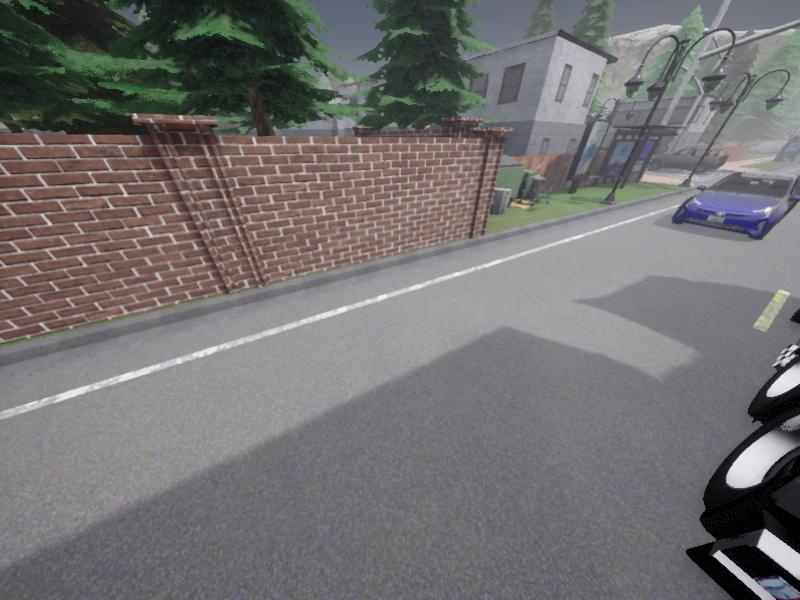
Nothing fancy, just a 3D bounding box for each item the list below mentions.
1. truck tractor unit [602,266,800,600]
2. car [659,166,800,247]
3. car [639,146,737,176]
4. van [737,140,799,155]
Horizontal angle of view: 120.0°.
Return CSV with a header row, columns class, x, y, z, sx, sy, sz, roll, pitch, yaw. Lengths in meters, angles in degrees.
class,x,y,z,sx,sy,sz,roll,pitch,yaw
truck tractor unit,5.113,-0.299,0.779,6.516,4.208,3.053,-18,39,-24
car,10.889,-3.165,7.293,4.514,1.525,2.007,-18,39,-24
car,24.029,-11.860,19.541,1.932,1.855,4.605,-20,40,-27
van,76.100,-31.692,47.956,2.351,2.431,6.366,-19,39,-25
